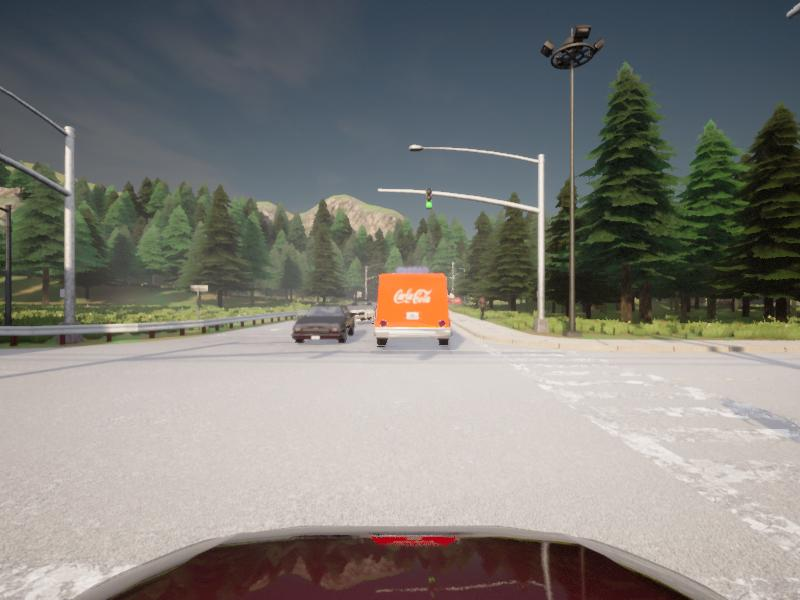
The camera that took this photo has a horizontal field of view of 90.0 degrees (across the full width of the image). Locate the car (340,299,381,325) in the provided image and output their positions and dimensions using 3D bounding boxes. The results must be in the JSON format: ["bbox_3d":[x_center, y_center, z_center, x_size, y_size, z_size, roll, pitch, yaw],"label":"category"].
[{"bbox_3d":[-2.619,0.757,27.563,2.242,1.667,4.611,0,0,2],"label":"car"}]

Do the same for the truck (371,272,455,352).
[{"bbox_3d":[0.480,0.363,15.015,2.627,2.467,5.204,0,0,2],"label":"truck"}]

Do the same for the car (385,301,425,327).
[{"bbox_3d":[0.426,0.836,26.169,2.128,1.511,4.902,0,0,6],"label":"car"}]

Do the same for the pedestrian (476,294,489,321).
[{"bbox_3d":[5.763,0.485,27.903,0.751,1.860,0.751,0,0,2],"label":"pedestrian"}]

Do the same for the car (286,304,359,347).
[{"bbox_3d":[-2.922,0.899,16.368,2.033,1.411,5.357,0,0,-1],"label":"car"}]

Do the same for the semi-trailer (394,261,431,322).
[{"bbox_3d":[1.189,-0.618,36.279,2.717,4.402,14.254,0,0,2],"label":"semi-trailer"}]

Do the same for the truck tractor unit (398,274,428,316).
[{"bbox_3d":[1.507,-0.522,44.186,3.053,4.208,6.516,0,0,2],"label":"truck tractor unit"}]
